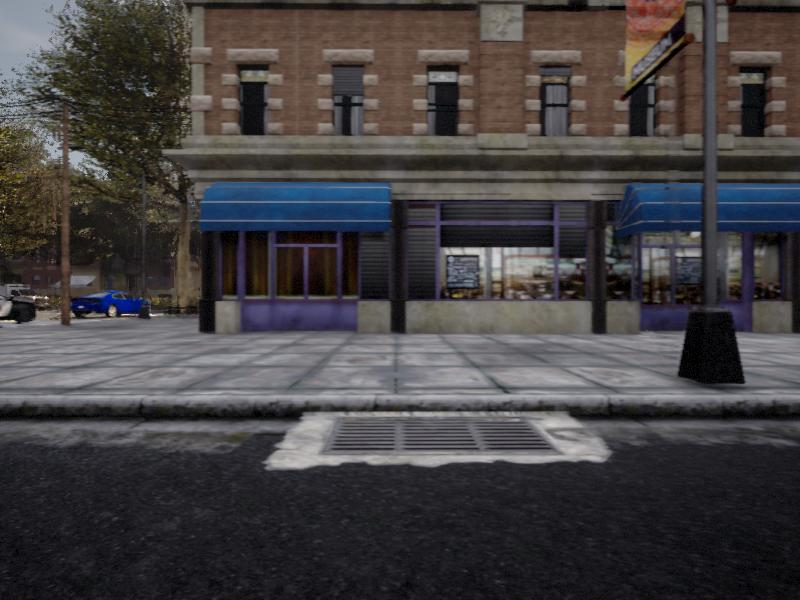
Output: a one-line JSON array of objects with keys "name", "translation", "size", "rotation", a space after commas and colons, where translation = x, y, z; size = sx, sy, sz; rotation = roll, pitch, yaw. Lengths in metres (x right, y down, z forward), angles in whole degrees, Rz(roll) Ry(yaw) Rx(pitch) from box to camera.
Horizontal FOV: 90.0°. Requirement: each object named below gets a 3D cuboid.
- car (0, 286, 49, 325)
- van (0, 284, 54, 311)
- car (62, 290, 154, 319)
[{"name": "car", "translation": [-16.691, 0.225, 15.448], "size": [2.038, 1.542, 4.974], "rotation": [0, 0, -3]}, {"name": "van", "translation": [-35.749, -0.221, 36.450], "size": [6.366, 2.431, 2.351], "rotation": [0, 0, 0]}, {"name": "car", "translation": [-16.945, 0.224, 23.643], "size": [1.882, 1.535, 5.008], "rotation": [0, 0, -1]}]
